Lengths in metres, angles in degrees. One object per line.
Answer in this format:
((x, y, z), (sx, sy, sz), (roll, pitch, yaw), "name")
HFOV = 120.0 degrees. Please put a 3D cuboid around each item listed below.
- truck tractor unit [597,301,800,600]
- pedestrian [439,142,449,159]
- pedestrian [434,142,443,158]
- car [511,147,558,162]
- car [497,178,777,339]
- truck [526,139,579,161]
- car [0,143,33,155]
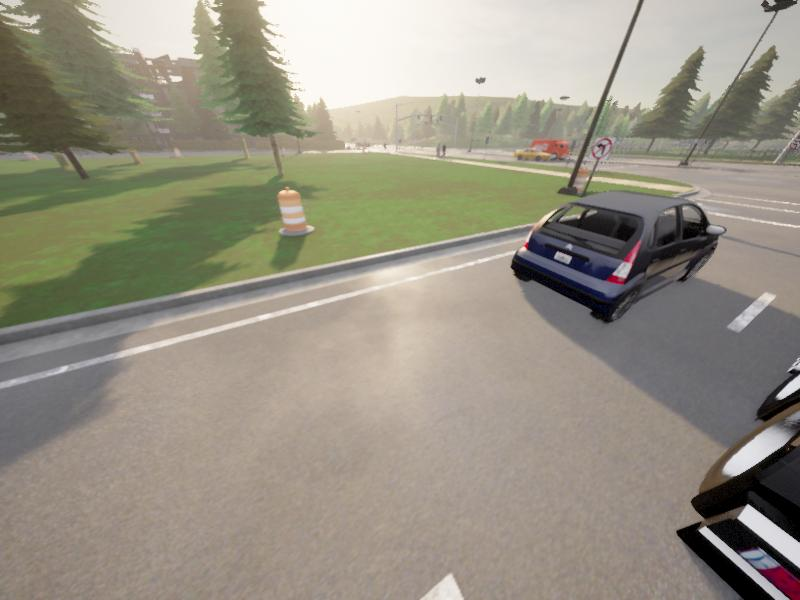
((5.174, -0.229, 0.705), (6.516, 4.208, 3.053), (-15, 38, -21), "truck tractor unit")
((5.898, -20.015, 30.984), (0.751, 1.860, 0.751), (-12, 37, -17), "pedestrian")
((5.384, -20.930, 32.297), (0.751, 1.860, 0.751), (-12, 37, -18), "pedestrian")
((18.371, -20.130, 31.826), (1.801, 1.575, 5.366), (-16, 38, -22), "car")
((4.133, -1.099, 4.243), (3.988, 1.617, 1.851), (-16, 38, -23), "car")
((21.483, -21.397, 32.903), (2.627, 2.467, 5.204), (-16, 38, -22), "truck")
((-61.443, -23.668, 36.156), (3.633, 1.501, 1.845), (-16, 38, -22), "car")
